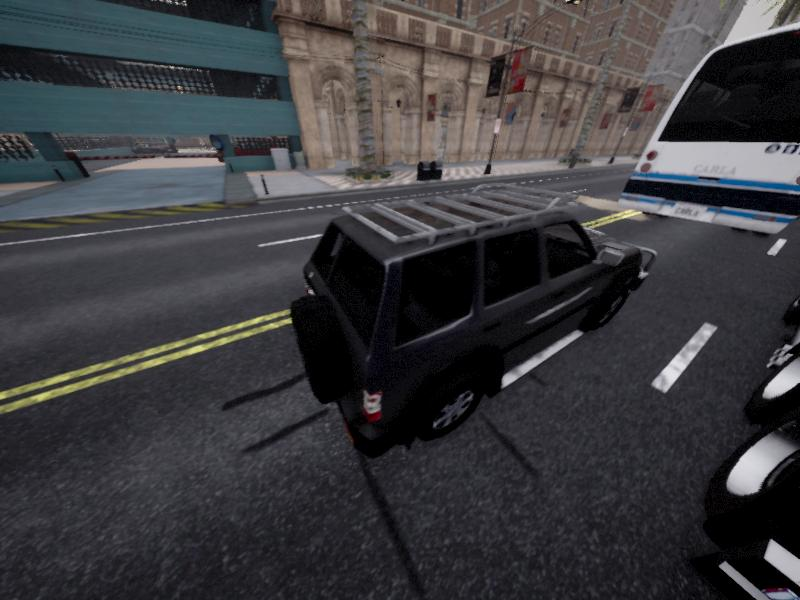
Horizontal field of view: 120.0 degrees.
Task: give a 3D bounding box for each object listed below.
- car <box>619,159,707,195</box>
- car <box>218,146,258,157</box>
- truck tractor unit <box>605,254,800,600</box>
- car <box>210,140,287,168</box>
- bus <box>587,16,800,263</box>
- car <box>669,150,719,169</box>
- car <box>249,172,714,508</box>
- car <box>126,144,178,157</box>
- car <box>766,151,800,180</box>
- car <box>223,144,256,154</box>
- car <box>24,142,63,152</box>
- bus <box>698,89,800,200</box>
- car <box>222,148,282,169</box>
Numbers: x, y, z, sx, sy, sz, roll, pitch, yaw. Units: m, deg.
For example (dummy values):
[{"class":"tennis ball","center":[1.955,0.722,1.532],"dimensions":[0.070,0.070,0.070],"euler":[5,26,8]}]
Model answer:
[{"class":"car","center":[15.088,-7.179,13.290],"dimensions":[4.181,1.385,1.994],"euler":[-19,39,-25]},{"class":"car","center":[-24.546,-22.601,35.110],"dimensions":[4.718,1.301,1.895],"euler":[-19,39,-25]},{"class":"truck tractor unit","center":[5.090,-0.321,0.816],"dimensions":[6.516,4.208,3.053],"euler":[-19,39,-25]},{"class":"car","center":[-14.331,-14.130,22.188],"dimensions":[5.566,2.045,2.435],"euler":[-19,39,-25]},{"class":"bus","center":[11.994,-5.070,7.693],"dimensions":[10.273,4.253,3.944],"euler":[-19,39,-25]},{"class":"car","center":[31.379,-15.079,24.668],"dimensions":[4.514,1.525,2.007],"euler":[-19,39,-25]},{"class":"car","center":[1.127,-0.337,2.865],"dimensions":[4.605,1.855,1.932],"euler":[-18,39,-25]},{"class":"car","center":[-37.977,-23.105,35.591],"dimensions":[4.902,1.511,2.128],"euler":[-19,39,-25]},{"class":"car","center":[31.433,-10.504,17.979],"dimensions":[5.027,1.651,2.152],"euler":[-19,39,-25]},{"class":"car","center":[-30.146,-28.449,43.428],"dimensions":[4.786,1.482,2.161],"euler":[-19,39,-25]},{"class":"car","center":[-76.856,-33.131,49.927],"dimensions":[3.988,1.617,1.851],"euler":[-19,39,-25]},{"class":"bus","center":[22.822,-8.742,13.067],"dimensions":[10.273,4.253,3.944],"euler":[-19,39,-25]},{"class":"car","center":[-14.282,-13.825,22.436],"dimensions":[4.514,1.523,2.007],"euler":[-19,39,-25]}]
